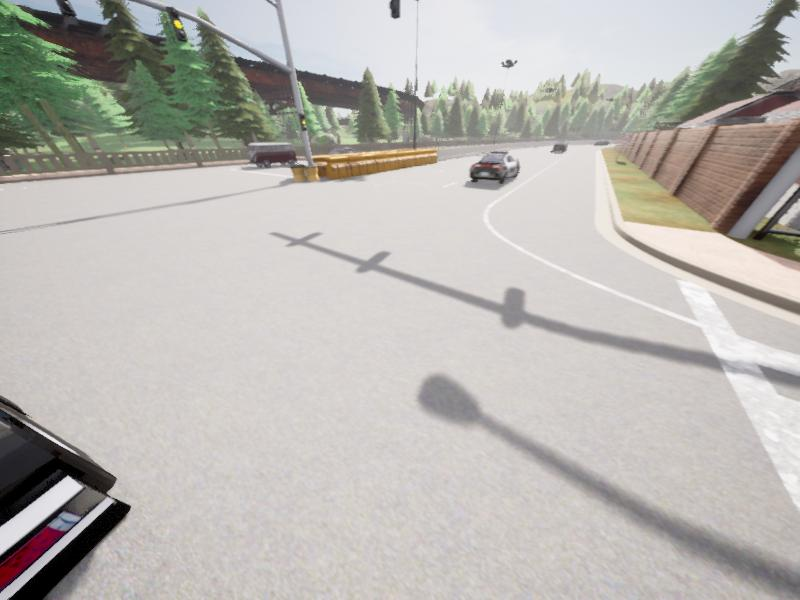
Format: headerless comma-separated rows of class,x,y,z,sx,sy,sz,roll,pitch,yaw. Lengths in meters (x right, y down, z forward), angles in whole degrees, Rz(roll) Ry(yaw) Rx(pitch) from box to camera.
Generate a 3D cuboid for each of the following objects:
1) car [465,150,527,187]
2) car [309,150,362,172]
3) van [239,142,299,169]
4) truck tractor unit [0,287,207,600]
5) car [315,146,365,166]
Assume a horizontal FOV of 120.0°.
car,6.140,-8.375,14.468,2.038,1.542,4.974,22,40,28
car,-5.634,-12.556,20.718,1.994,1.385,4.181,21,41,28
van,-12.515,-14.123,22.499,1.775,1.987,4.442,21,41,28
truck tractor unit,-5.250,-0.131,0.543,6.516,4.208,3.053,12,37,17
car,-6.318,-15.581,24.908,2.128,1.511,4.902,21,41,28
